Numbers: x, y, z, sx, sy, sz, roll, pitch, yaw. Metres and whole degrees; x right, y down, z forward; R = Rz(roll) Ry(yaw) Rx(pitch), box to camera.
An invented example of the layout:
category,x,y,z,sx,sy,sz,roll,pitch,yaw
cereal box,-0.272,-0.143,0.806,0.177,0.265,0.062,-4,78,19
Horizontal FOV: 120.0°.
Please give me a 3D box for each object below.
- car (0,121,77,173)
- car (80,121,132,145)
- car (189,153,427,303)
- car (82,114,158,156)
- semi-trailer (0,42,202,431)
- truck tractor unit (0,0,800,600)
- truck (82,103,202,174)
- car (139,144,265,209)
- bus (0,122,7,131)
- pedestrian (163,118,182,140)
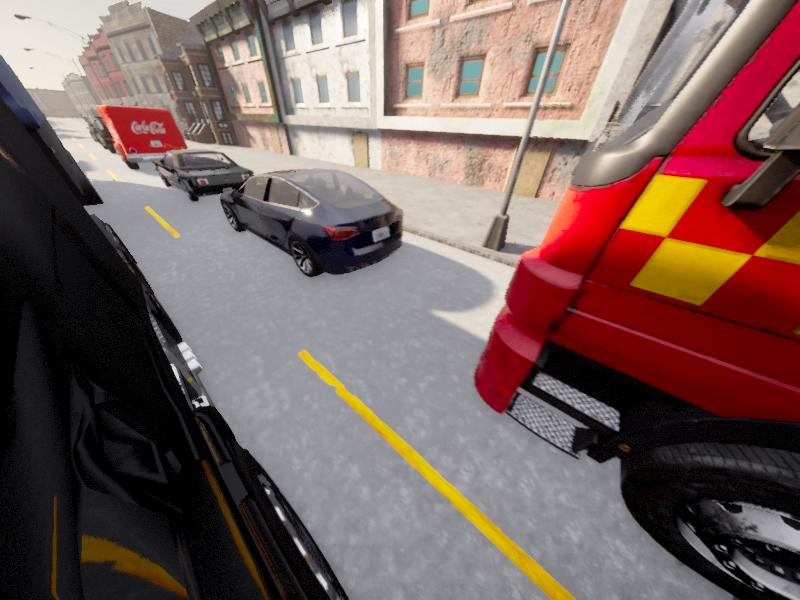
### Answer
category,x,y,z,sx,sy,sz,roll,pitch,yaw
car,-17.619,-7.264,10.803,4.611,1.667,2.242,28,44,30
car,-26.057,-14.838,20.484,4.514,1.525,2.007,28,44,30
car,-2.091,-2.000,4.959,4.792,1.488,2.163,28,44,30
car,-19.758,-11.698,16.273,5.566,2.045,2.150,28,43,30
semi-trailer,-8.695,-3.613,4.222,14.254,4.402,2.717,28,44,30
truck tractor unit,-2.645,-0.295,0.351,6.516,4.208,3.053,28,44,30
truck,-13.236,-8.375,11.911,5.204,2.467,2.627,28,44,30
car,-7.165,-4.634,8.296,4.718,1.301,1.895,28,43,29
bus,-51.122,-19.968,23.394,3.944,4.253,10.273,20,40,22
pedestrian,-24.691,-18.572,25.073,0.751,1.860,0.751,-23,44,-30
